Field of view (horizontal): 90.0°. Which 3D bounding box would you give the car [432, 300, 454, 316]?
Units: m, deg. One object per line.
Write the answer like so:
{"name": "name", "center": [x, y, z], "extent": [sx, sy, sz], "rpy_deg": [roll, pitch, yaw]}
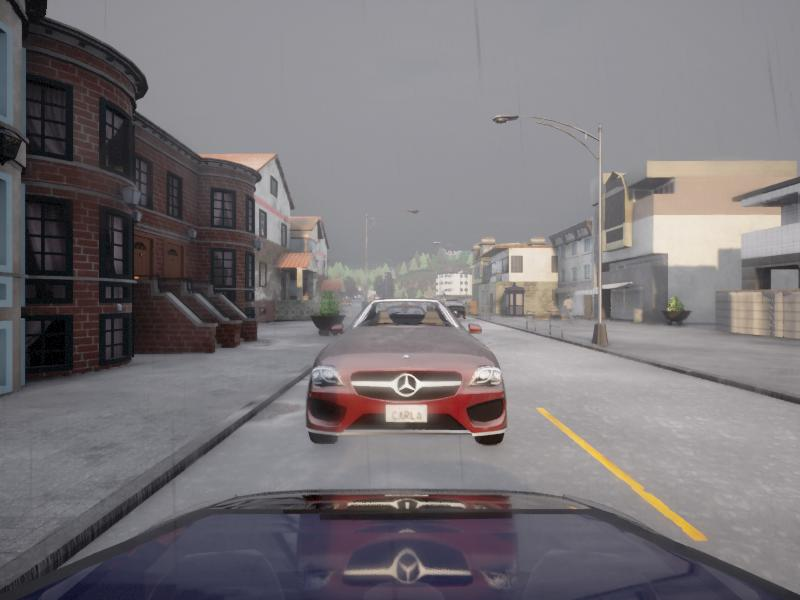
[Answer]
{"name": "car", "center": [4.539, 0.801, 42.896], "extent": [1.801, 1.575, 5.366], "rpy_deg": [0, 0, 1]}

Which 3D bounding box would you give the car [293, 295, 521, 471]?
{"name": "car", "center": [0.089, 0.781, 6.286], "extent": [2.152, 1.651, 5.027], "rpy_deg": [0, 0, 1]}

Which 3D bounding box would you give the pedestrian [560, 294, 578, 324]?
{"name": "pedestrian", "center": [10.740, 0.547, 25.439], "extent": [0.751, 1.860, 0.751], "rpy_deg": [0, 0, -16]}

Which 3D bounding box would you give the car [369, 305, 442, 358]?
{"name": "car", "center": [0.180, 0.895, 13.768], "extent": [2.033, 1.411, 5.357], "rpy_deg": [0, 0, 1]}

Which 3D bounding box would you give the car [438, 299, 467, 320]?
{"name": "car", "center": [4.437, 0.771, 34.553], "extent": [1.930, 1.638, 5.238], "rpy_deg": [0, 0, 1]}
